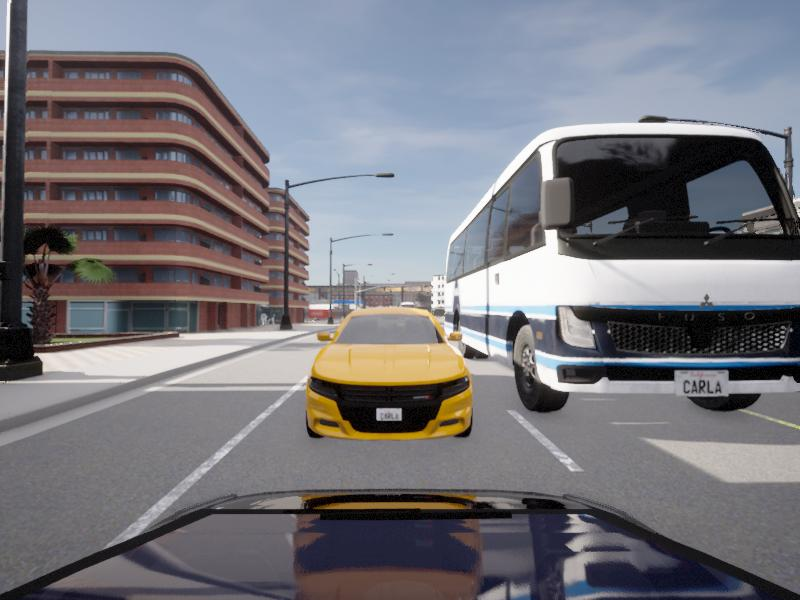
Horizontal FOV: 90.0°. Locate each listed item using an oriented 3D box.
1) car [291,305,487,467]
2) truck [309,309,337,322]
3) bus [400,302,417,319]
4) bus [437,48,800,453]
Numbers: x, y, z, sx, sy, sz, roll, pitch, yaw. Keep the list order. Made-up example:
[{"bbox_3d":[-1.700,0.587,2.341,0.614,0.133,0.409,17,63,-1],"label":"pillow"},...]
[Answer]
[{"bbox_3d":[-0.153,0.855,6.347,1.882,1.535,5.008,0,-1,-1],"label":"car"},{"bbox_3d":[-15.428,3.051,80.111,5.204,2.467,2.627,0,-1,-2],"label":"truck"},{"bbox_3d":[2.126,2.775,104.377,3.944,4.253,10.273,0,-1,-1],"label":"bus"},{"bbox_3d":[3.406,-0.460,9.372,3.944,4.253,10.273,0,-1,-1],"label":"bus"}]
